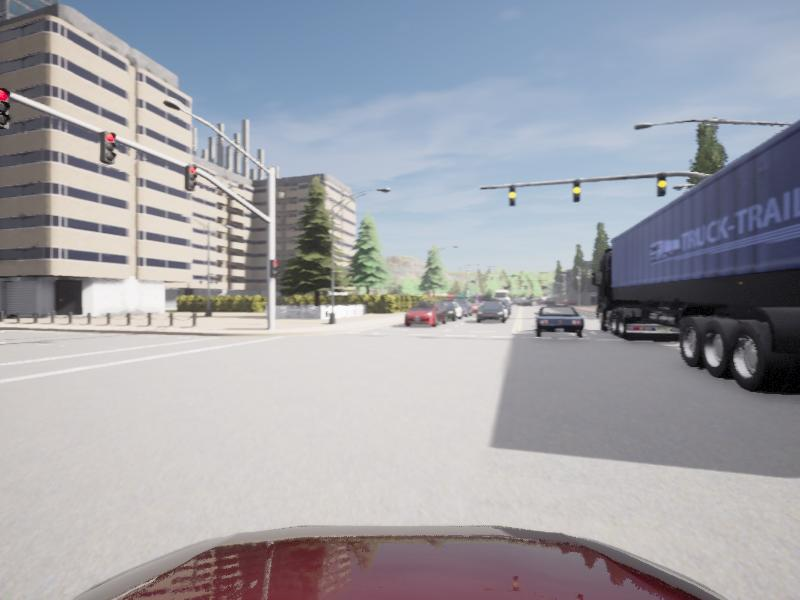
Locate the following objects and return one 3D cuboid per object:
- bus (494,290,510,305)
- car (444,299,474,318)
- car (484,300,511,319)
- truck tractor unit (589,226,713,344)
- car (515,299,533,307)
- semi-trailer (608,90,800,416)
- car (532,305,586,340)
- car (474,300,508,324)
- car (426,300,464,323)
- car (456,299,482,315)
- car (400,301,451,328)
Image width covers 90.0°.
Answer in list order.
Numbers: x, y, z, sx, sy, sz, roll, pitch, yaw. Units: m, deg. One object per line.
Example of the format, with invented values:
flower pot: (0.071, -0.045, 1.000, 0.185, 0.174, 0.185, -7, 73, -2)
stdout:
bus: (29.403, -0.658, 114.907, 3.944, 4.253, 10.273, 0, 0, 18)
car: (5.610, 0.747, 37.323, 2.033, 1.649, 4.856, 0, 0, 17)
car: (8.652, 0.793, 35.306, 2.007, 1.525, 4.514, 0, 0, 17)
truck tractor unit: (10.604, -0.554, 17.772, 3.053, 4.208, 6.516, 0, 0, 17)
car: (26.369, 0.675, 85.359, 1.930, 1.638, 5.238, 0, 0, -4)
semi-trailer: (8.285, -0.640, 10.203, 2.717, 4.402, 14.254, 0, 0, 17)
car: (7.066, 0.920, 18.181, 1.895, 1.301, 4.718, 0, 0, 17)
car: (6.606, 0.798, 28.629, 2.038, 1.542, 4.974, 0, 0, 17)
car: (3.571, 0.803, 30.672, 2.038, 1.542, 4.974, 0, 0, 17)
car: (7.667, 0.718, 44.050, 2.242, 1.667, 4.611, 0, 0, 17)
car: (1.685, 0.812, 24.728, 2.007, 1.525, 4.514, 0, 0, 19)
